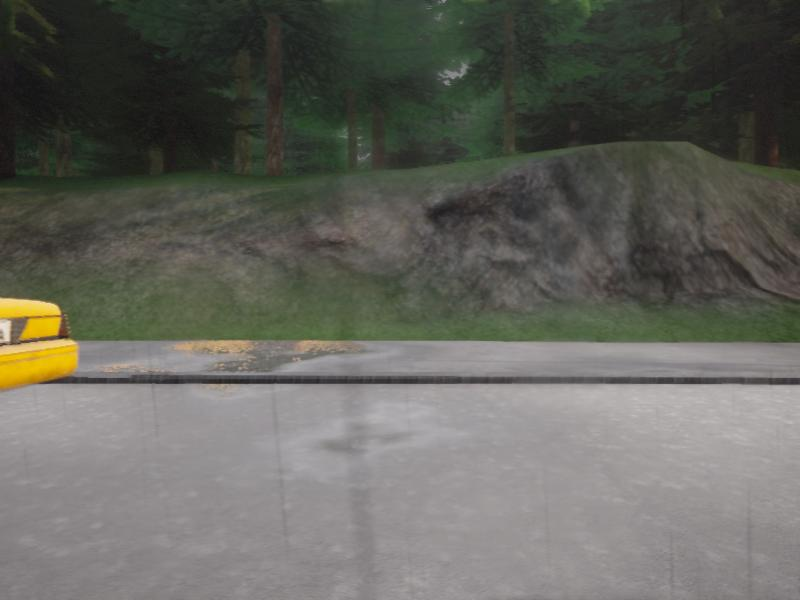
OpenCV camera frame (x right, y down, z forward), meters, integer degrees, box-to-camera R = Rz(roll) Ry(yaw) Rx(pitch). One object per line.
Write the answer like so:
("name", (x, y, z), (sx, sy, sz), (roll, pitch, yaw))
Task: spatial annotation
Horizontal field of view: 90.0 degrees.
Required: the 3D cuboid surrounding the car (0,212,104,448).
("car", (-5.357, 0.199, 2.710), (5.366, 1.575, 1.801), (0, 0, 0))
